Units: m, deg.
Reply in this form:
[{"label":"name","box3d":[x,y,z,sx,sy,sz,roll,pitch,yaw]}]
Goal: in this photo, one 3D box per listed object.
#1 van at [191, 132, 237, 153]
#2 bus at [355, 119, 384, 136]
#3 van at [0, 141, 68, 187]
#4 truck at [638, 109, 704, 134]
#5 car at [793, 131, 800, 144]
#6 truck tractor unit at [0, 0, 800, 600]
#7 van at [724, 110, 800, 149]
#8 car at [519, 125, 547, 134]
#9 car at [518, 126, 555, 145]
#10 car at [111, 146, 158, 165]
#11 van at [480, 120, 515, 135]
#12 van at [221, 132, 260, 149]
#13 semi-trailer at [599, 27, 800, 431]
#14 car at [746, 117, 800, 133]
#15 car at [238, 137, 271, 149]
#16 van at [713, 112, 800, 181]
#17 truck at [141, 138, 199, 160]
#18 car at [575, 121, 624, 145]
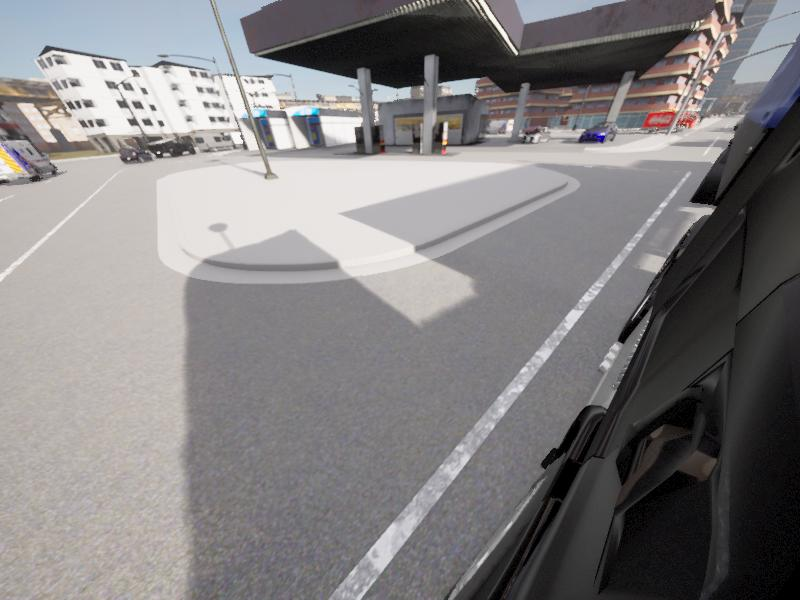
[{"label":"van","box3d":[-30.988,-26.445,38.781,1.988,2.561,5.915,4,37,9]},{"label":"bus","box3d":[-10.267,-57.726,77.647,3.944,4.253,10.273,-30,45,-31]},{"label":"van","box3d":[-28.478,-10.200,17.069,2.351,2.431,6.366,-26,43,-27]},{"label":"truck","box3d":[36.926,-24.359,31.657,5.204,2.467,2.627,29,47,36]},{"label":"car","box3d":[32.024,-12.647,17.341,4.718,1.301,1.895,-29,44,-31]},{"label":"truck tractor unit","box3d":[2.645,-0.295,0.351,6.516,4.208,3.053,-28,44,-30]},{"label":"van","box3d":[25.871,-12.313,16.676,4.480,2.038,2.069,-29,44,-31]},{"label":"car","box3d":[26.239,-33.645,45.628,1.994,1.385,4.181,-29,44,-31]},{"label":"car","box3d":[15.489,-18.673,26.202,3.806,1.475,1.970,-29,44,-30]},{"label":"car","box3d":[-30.372,-16.713,26.618,1.845,1.501,3.633,-13,38,-13]},{"label":"van","box3d":[21.008,-37.365,50.041,2.351,2.431,6.366,-30,45,-31]},{"label":"van","box3d":[-31.649,-31.969,46.183,1.988,2.561,5.915,12,39,19]},{"label":"semi-trailer","box3d":[8.620,-3.664,4.292,14.254,4.402,2.717,-29,44,-30]},{"label":"car","box3d":[43.165,-19.653,25.949,1.895,1.301,4.718,-29,44,-30]},{"label":"car","box3d":[-28.431,-30.874,45.263,1.930,1.638,5.238,12,39,19]},{"label":"van","box3d":[15.613,-6.575,9.716,4.480,2.038,2.069,-28,44,-31]},{"label":"truck","box3d":[-31.713,-21.232,32.251,2.390,2.098,6.274,-6,37,-4]},{"label":"car","box3d":[19.841,-16.647,22.952,4.611,1.667,2.242,-29,44,-30]}]
